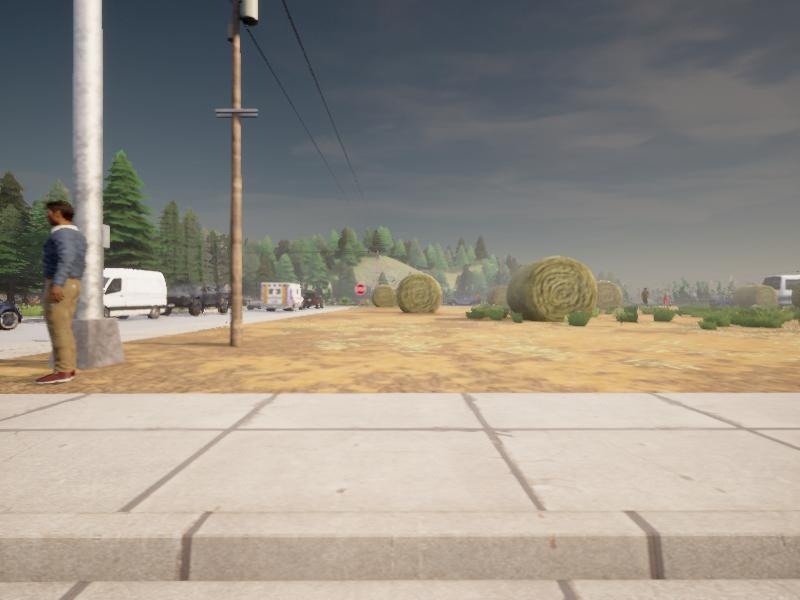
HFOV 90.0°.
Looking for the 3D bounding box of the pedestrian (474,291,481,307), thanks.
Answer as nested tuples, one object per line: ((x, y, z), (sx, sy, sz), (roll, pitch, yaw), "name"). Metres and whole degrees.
((9.623, -0.117, 49.503), (0.751, 1.860, 0.751), (0, 0, 25), "pedestrian")

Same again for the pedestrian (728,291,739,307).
((40.368, -0.118, 48.386), (0.751, 1.860, 0.751), (0, 0, 1), "pedestrian")

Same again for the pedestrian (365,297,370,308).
((-3.291, 0.287, 40.236), (0.500, 1.100, 0.500), (0, 0, -2), "pedestrian")

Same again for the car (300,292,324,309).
((-10.143, 0.073, 46.502), (1.905, 1.878, 3.866), (0, 0, 1), "car")

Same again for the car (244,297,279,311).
((-13.778, 0.371, 40.197), (1.895, 1.301, 4.718), (0, 0, 0), "car")

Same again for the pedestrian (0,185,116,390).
((-3.464, -0.111, 4.072), (0.751, 1.860, 0.751), (0, 0, -19), "pedestrian")

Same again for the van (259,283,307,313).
((-10.289, -0.195, 35.829), (2.351, 2.431, 6.366), (0, 0, 1), "van")

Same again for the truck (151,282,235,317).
((-13.888, -0.031, 27.471), (2.390, 2.098, 6.274), (0, 0, 1), "truck")

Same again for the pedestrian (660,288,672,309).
((23.609, -0.118, 35.546), (0.751, 1.860, 0.751), (0, 0, 45), "pedestrian")

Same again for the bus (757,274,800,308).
((54.323, -1.140, 52.935), (10.273, 4.253, 3.944), (0, 0, 4), "bus")

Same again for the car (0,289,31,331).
((-14.116, 0.334, 12.109), (1.994, 1.385, 4.181), (0, 0, 1), "car")

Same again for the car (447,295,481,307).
((9.400, 0.172, 59.122), (4.856, 1.649, 2.033), (0, 0, 4), "car")

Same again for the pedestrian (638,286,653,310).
((19.356, -0.117, 31.556), (0.751, 1.860, 0.751), (0, 0, -38), "pedestrian")

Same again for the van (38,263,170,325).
((-14.016, -0.251, 19.593), (1.988, 2.561, 5.915), (0, 0, 1), "van")
